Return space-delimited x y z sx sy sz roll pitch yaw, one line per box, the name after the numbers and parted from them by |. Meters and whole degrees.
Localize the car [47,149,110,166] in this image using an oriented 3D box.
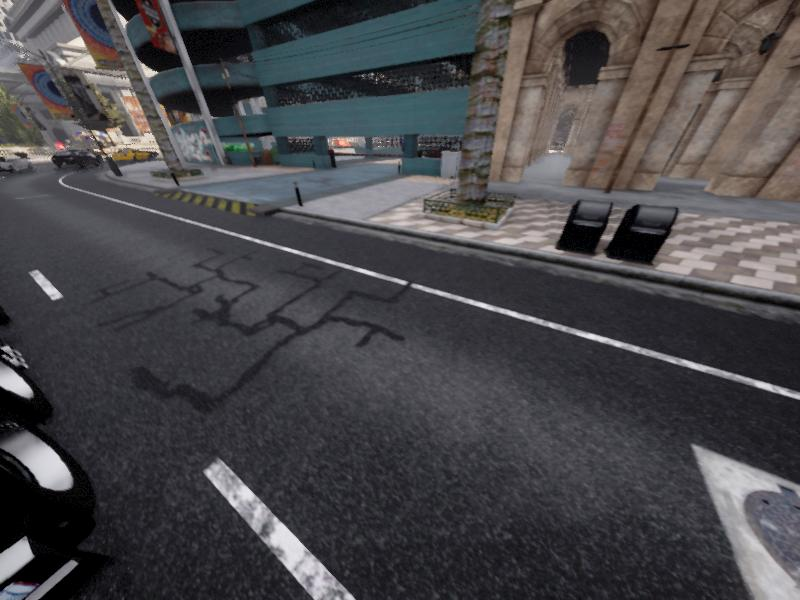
-40.027 -17.995 29.000 2.038 1.542 4.974 -10 36 -13 | car

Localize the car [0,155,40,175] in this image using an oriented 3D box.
-35.778 -12.206 20.832 1.895 1.301 4.718 -21 40 -26 | car

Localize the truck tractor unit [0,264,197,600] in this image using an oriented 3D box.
-5.117 -0.292 0.788 6.516 4.208 3.053 18 39 24 | truck tractor unit

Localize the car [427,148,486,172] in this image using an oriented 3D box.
4.862 -12.349 20.284 4.514 1.523 2.007 18 39 24 | car

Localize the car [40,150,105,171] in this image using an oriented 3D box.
-34.250 -14.835 24.412 2.128 1.511 4.902 -18 38 -23 | car

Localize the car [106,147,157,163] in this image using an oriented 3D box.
-37.457 -20.452 32.463 1.801 1.575 5.366 -7 35 -9 | car

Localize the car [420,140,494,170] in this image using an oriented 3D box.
4.809 -12.687 20.085 5.566 2.045 2.435 18 39 24 | car
